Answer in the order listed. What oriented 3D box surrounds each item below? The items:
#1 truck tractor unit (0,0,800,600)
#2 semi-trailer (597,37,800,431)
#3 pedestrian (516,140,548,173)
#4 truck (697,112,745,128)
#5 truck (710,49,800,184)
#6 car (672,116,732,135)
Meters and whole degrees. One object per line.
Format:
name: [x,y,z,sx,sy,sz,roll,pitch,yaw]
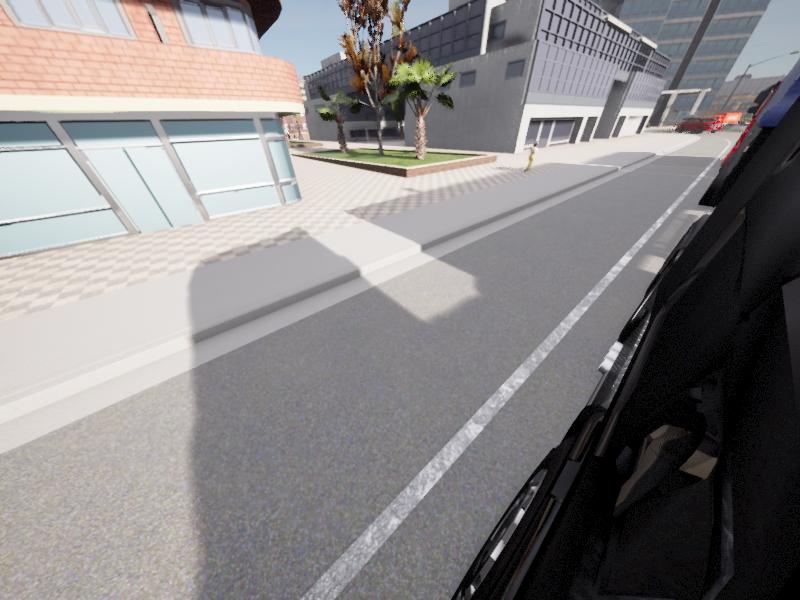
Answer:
truck tractor unit: [2.645,-0.295,0.351,6.516,4.208,3.053,-28,44,-30]
semi-trailer: [8.725,-3.570,4.226,14.254,4.402,2.717,-28,43,-30]
pedestrian: [6.471,-7.082,11.383,0.751,1.300,0.751,-22,41,-24]
truck: [67.324,-37.704,48.524,5.204,2.467,2.627,-4,37,-2]
truck: [17.508,-7.865,10.013,8.468,3.827,2.891,-28,43,-30]
car: [44.891,-26.204,34.658,2.150,2.045,5.566,3,37,7]
